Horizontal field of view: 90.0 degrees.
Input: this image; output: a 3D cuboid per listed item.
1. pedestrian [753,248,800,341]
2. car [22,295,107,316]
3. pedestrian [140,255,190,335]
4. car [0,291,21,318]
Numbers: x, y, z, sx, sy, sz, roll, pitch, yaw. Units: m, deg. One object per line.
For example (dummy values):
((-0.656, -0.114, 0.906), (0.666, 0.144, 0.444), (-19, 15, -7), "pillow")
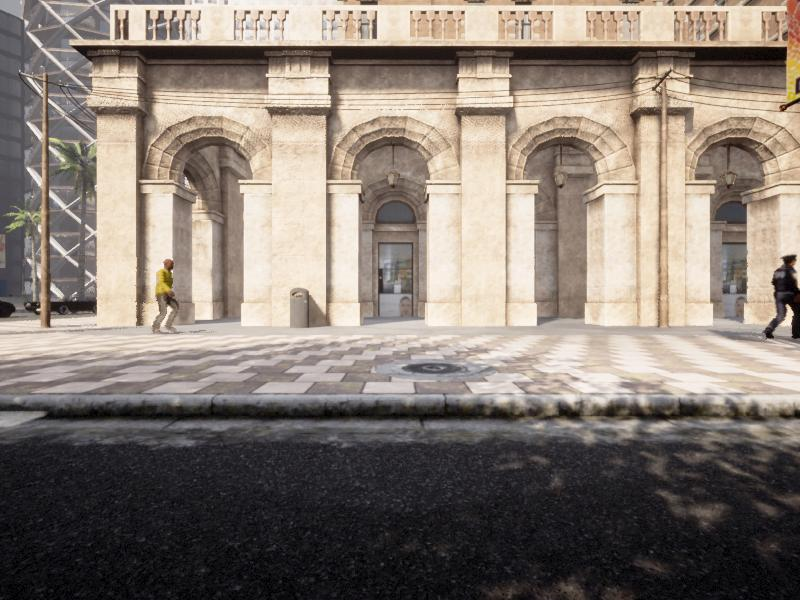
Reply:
((8.086, -0.114, 8.369), (0.751, 1.860, 0.751), (0, 0, -6), "pedestrian")
((-23.035, 0.340, 27.750), (1.895, 1.301, 4.718), (0, 0, 0), "car")
((-5.599, -0.116, 9.580), (0.751, 1.860, 0.751), (0, 0, 0), "pedestrian")
((-23.029, 0.251, 21.246), (1.816, 1.474, 4.193), (0, 0, 0), "car")
